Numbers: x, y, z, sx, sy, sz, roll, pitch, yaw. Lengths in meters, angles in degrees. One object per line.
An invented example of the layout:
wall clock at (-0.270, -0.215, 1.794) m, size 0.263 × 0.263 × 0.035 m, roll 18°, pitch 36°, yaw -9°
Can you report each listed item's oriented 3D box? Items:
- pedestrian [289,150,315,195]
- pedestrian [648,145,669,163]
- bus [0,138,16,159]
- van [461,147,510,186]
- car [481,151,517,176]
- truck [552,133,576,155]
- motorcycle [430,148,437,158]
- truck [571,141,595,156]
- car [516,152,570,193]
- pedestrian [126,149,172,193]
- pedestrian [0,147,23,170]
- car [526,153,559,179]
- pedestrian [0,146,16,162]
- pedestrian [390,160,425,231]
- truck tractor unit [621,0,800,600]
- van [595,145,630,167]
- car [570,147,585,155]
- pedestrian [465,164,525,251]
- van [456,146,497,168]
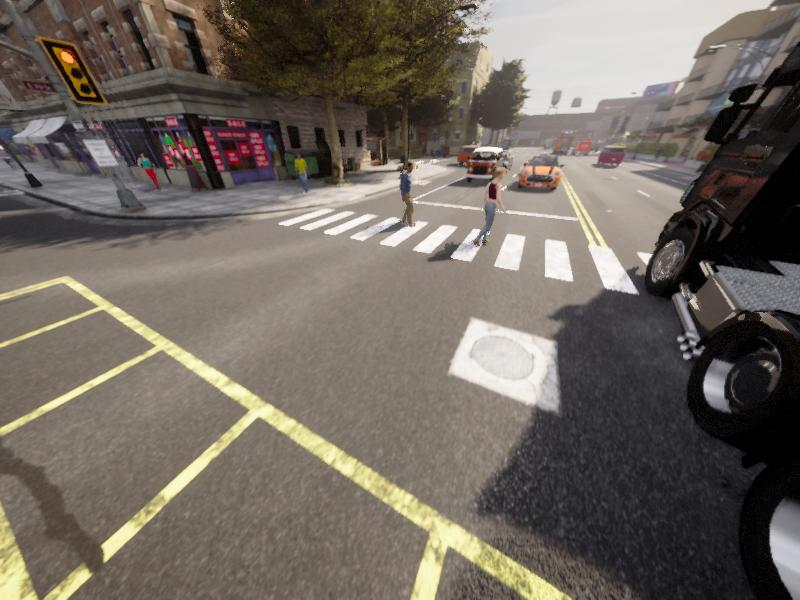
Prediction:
pedestrian at (-4.736, -6.227, 11.285) m, size 0.751 × 1.860 × 0.751 m, roll -10°, pitch 36°, yaw -14°
pedestrian at (31.980, -18.097, 28.616) m, size 0.751 × 1.860 × 0.751 m, roll 5°, pitch 35°, yaw 8°
bus at (-75.799, -26.143, 38.821) m, size 10.273 × 4.253 × 3.944 m, roll -29°, pitch 44°, yaw -35°
van at (6.035, -9.453, 16.147) m, size 2.069 × 2.038 × 4.480 m, roll 16°, pitch 37°, yaw 22°
car at (9.232, -12.760, 21.360) m, size 2.152 × 1.651 × 5.027 m, roll 16°, pitch 38°, yaw 22°
truck at (37.148, -35.522, 52.719) m, size 2.891 × 3.827 × 8.468 m, roll 16°, pitch 38°, yaw 22°
motorcycle at (5.892, -26.179, 41.115) m, size 0.764 × 1.277 × 2.356 m, roll -10°, pitch 34°, yaw 4°
truck at (37.981, -31.573, 48.150) m, size 2.627 × 2.467 × 5.204 m, roll 16°, pitch 38°, yaw 22°
car at (8.776, -8.046, 14.297) m, size 2.097 × 1.767 × 4.553 m, roll 16°, pitch 38°, yaw 22°
pedestrian at (-12.898, -6.644, 11.914) m, size 0.751 × 1.860 × 0.751 m, roll 19°, pitch 39°, yaw 26°
pedestrian at (-38.160, -13.752, 22.389) m, size 0.751 × 1.860 × 0.751 m, roll 15°, pitch 37°, yaw 21°
car at (12.018, -11.457, 19.556) m, size 1.837 × 1.490 × 4.892 m, roll 16°, pitch 38°, yaw 22°
pedestrian at (-53.854, -19.892, 31.426) m, size 0.751 × 1.860 × 0.751 m, roll 18°, pitch 38°, yaw 24°
pedestrian at (0.226, -3.229, 7.150) m, size 0.751 × 1.860 × 0.751 m, roll 19°, pitch 39°, yaw 26°
truck tractor unit at (4.548, -0.648, 1.297) m, size 3.053 × 4.208 × 6.516 m, roll 22°, pitch 40°, yaw 28°
van at (24.670, -16.868, 27.029) m, size 1.775 × 1.987 × 4.442 m, roll 16°, pitch 38°, yaw 22°
car at (41.359, -34.817, 53.843) m, size 1.970 × 1.475 × 3.806 m, roll 16°, pitch 38°, yaw 22°
pedestrian at (2.245, -2.267, 5.735) m, size 0.751 × 1.860 × 0.751 m, roll -5°, pitch 35°, yaw -6°
van at (8.639, -16.613, 26.690) m, size 1.775 × 1.987 × 4.442 m, roll -14°, pitch 37°, yaw -20°
